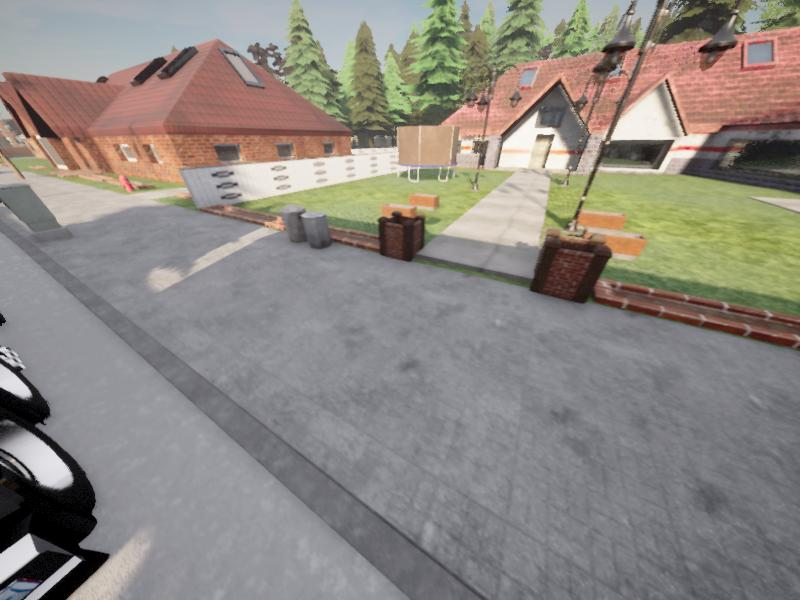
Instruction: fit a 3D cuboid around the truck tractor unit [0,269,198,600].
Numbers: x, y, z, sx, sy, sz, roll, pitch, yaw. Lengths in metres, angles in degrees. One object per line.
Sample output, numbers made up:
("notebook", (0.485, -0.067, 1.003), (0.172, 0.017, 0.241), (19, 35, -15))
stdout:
("truck tractor unit", (-5.120, -0.289, 0.774), (6.516, 4.208, 3.053), (18, 39, 24))
